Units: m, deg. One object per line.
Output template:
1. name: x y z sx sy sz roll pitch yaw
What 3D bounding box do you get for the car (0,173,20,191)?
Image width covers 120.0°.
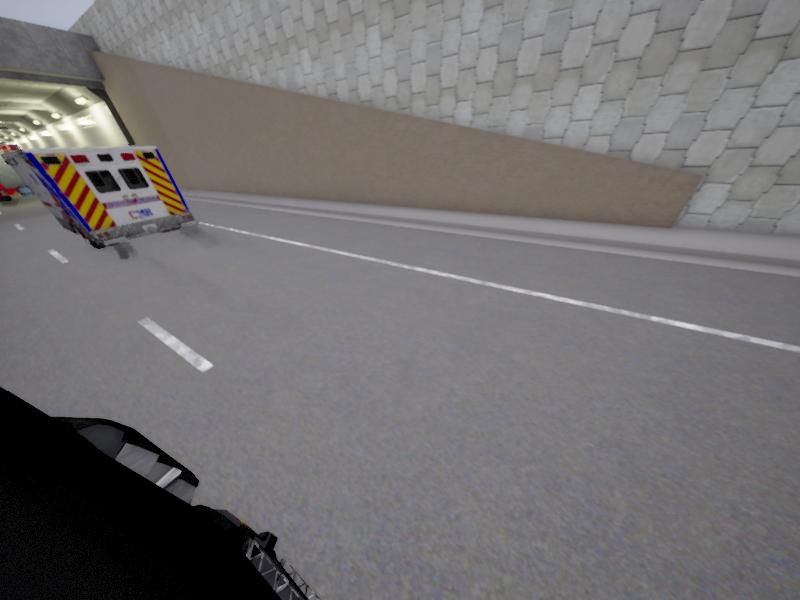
1. car: -42.985 -12.539 24.547 4.674 1.442 1.812 16 38 26

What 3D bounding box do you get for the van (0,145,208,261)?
1. van: -9.727 -3.396 7.513 6.366 2.431 2.351 16 38 26

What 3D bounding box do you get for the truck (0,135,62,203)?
1. truck: -30.728 -9.996 17.688 8.468 3.827 2.891 16 38 26
